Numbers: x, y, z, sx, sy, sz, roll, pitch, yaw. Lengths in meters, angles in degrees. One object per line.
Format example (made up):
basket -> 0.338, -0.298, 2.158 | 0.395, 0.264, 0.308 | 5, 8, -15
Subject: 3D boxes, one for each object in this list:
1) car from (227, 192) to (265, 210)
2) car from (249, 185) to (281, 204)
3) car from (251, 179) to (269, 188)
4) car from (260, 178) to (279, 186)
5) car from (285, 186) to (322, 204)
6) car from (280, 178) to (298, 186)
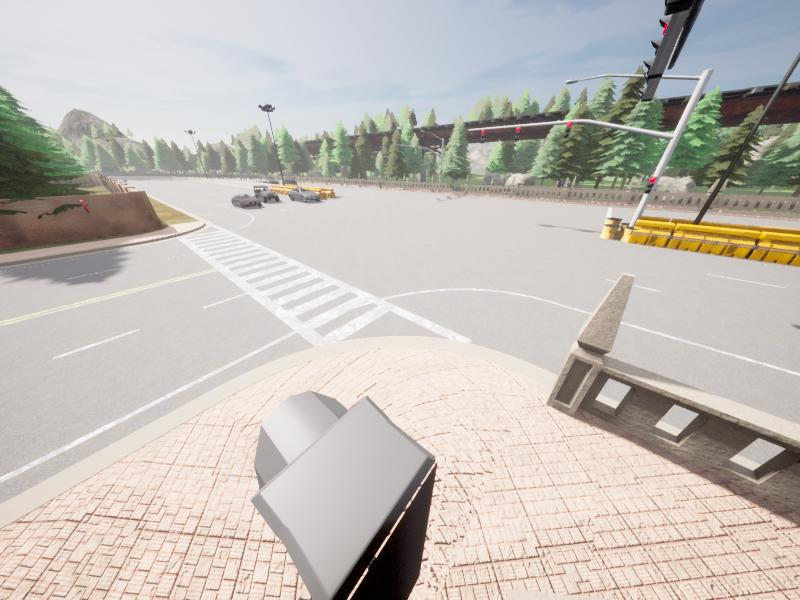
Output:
car -> -17.466, -11.248, 26.120 | 4.181, 1.385, 1.994 | 23, 37, 34
car -> -17.521, -13.791, 30.001 | 3.866, 1.878, 1.905 | 23, 37, 34
car -> -31.797, -26.545, 52.507 | 3.806, 1.475, 1.970 | 23, 37, 34
car -> -31.982, -28.944, 56.603 | 4.974, 1.542, 2.038 | 23, 37, 34
car -> -12.791, -13.966, 30.573 | 5.027, 1.651, 2.152 | 23, 37, 34
car -> -27.609, -29.367, 57.376 | 4.892, 1.490, 1.837 | 23, 37, 34
